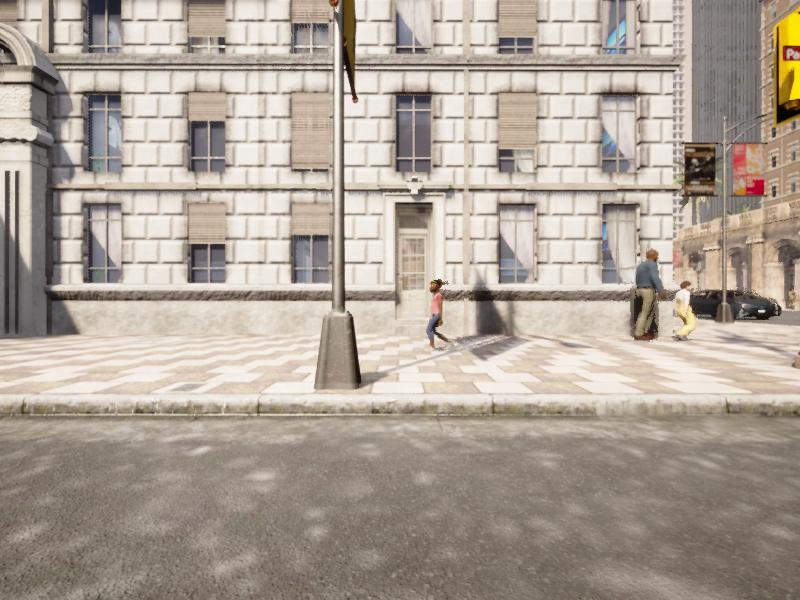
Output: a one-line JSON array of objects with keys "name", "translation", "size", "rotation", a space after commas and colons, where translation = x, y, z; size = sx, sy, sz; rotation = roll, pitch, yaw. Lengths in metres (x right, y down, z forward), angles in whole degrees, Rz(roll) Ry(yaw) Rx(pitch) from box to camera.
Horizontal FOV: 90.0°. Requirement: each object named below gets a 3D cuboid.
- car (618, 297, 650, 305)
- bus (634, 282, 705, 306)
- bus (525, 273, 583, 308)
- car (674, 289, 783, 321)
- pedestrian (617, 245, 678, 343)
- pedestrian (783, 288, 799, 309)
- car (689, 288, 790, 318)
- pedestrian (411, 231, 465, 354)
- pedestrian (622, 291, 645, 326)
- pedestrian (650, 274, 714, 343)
[{"name": "car", "translation": [46.824, 0.220, 80.076], "size": [5.366, 1.575, 1.801], "rotation": [0, 0, 0]}, {"name": "bus", "translation": [49.189, -1.136, 73.182], "size": [10.273, 4.253, 3.944], "rotation": [0, 0, 0]}, {"name": "bus", "translation": [20.665, -1.119, 54.712], "size": [3.944, 4.253, 10.273], "rotation": [0, -2, 0]}, {"name": "car", "translation": [16.977, 0.229, 21.038], "size": [2.007, 1.525, 4.514], "rotation": [0, 0, 0]}, {"name": "pedestrian", "translation": [4.889, -0.115, 7.949], "size": [0.751, 1.860, 0.751], "rotation": [0, 0, 3]}, {"name": "pedestrian", "translation": [35.033, -0.113, 35.823], "size": [0.751, 1.860, 0.751], "rotation": [0, 0, 9]}, {"name": "car", "translation": [20.454, 0.158, 24.448], "size": [2.242, 1.667, 4.611], "rotation": [0, 0, 0]}, {"name": "pedestrian", "translation": [0.599, -0.115, 6.497], "size": [0.751, 1.860, 0.751], "rotation": [0, 0, -5]}, {"name": "pedestrian", "translation": [7.486, 0.265, 12.832], "size": [0.500, 1.100, 0.500], "rotation": [0, 0, 7]}, {"name": "pedestrian", "translation": [5.571, 0.165, 7.944], "size": [0.751, 1.300, 0.751], "rotation": [0, 0, 3]}]
